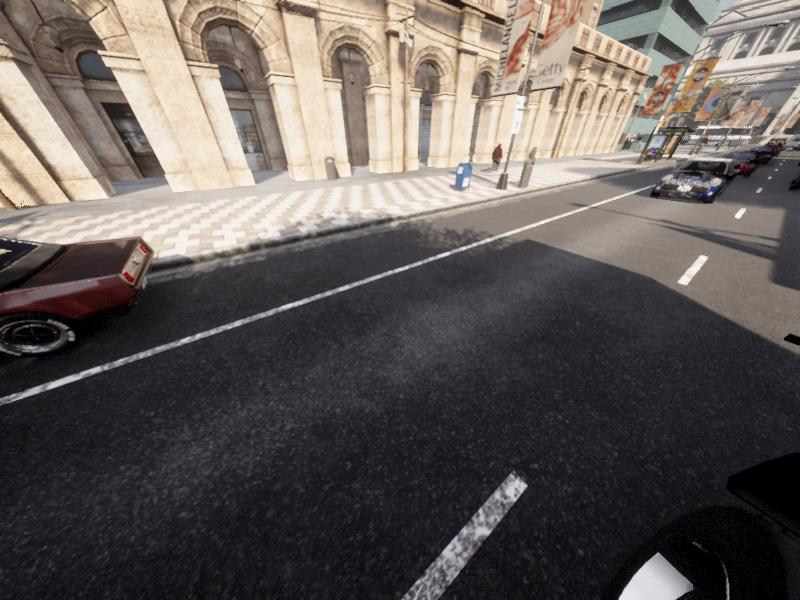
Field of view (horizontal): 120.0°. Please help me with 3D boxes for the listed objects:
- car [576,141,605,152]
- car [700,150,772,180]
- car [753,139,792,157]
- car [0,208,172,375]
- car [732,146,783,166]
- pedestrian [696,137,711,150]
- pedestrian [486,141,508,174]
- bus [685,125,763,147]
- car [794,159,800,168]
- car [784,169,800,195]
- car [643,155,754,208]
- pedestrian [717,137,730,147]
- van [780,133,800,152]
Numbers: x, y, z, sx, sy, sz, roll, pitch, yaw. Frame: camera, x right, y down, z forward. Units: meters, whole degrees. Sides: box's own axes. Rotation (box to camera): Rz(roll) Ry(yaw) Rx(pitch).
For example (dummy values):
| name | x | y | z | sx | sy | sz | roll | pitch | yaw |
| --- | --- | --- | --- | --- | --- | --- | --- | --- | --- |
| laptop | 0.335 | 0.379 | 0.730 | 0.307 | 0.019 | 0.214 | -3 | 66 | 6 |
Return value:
| name | x | y | z | sx | sy | sz | roll | pitch | yaw |
| --- | --- | --- | --- | --- | --- | --- | --- | --- | --- |
| car | 33.965 | -27.490 | 41.200 | 4.786 | 1.482 | 2.161 | -22 | 41 | -28 |
| car | 22.545 | -9.135 | 15.509 | 4.181 | 1.385 | 1.994 | -22 | 41 | -28 |
| car | 48.923 | -20.074 | 30.377 | 3.866 | 1.878 | 1.905 | -22 | 41 | -28 |
| car | -5.969 | 0.209 | 2.523 | 4.718 | 1.301 | 1.895 | -22 | 41 | -28 |
| car | 34.307 | -13.902 | 22.185 | 4.181 | 1.385 | 1.994 | -22 | 40 | -28 |
| pedestrian | 55.323 | -28.540 | 42.059 | 0.751 | 1.860 | 0.751 | -19 | 39 | -25 |
| pedestrian | 6.584 | -9.697 | 15.694 | 0.751 | 1.860 | 0.751 | 27 | 44 | 33 |
| bus | 81.192 | -41.372 | 58.292 | 3.944 | 4.253 | 10.273 | -22 | 41 | -28 |
| car | 36.185 | -12.213 | 19.752 | 5.357 | 1.411 | 2.033 | -22 | 41 | -28 |
| car | 21.039 | -6.128 | 11.109 | 4.974 | 1.542 | 2.038 | -22 | 41 | -28 |
| car | 12.796 | -5.217 | 9.932 | 3.806 | 1.475 | 1.970 | -22 | 41 | -28 |
| pedestrian | 72.123 | -35.289 | 51.507 | 0.751 | 1.860 | 0.751 | -21 | 40 | -27 |
| van | 66.702 | -26.063 | 38.177 | 1.988 | 2.561 | 5.915 | 27 | 43 | 33 |
